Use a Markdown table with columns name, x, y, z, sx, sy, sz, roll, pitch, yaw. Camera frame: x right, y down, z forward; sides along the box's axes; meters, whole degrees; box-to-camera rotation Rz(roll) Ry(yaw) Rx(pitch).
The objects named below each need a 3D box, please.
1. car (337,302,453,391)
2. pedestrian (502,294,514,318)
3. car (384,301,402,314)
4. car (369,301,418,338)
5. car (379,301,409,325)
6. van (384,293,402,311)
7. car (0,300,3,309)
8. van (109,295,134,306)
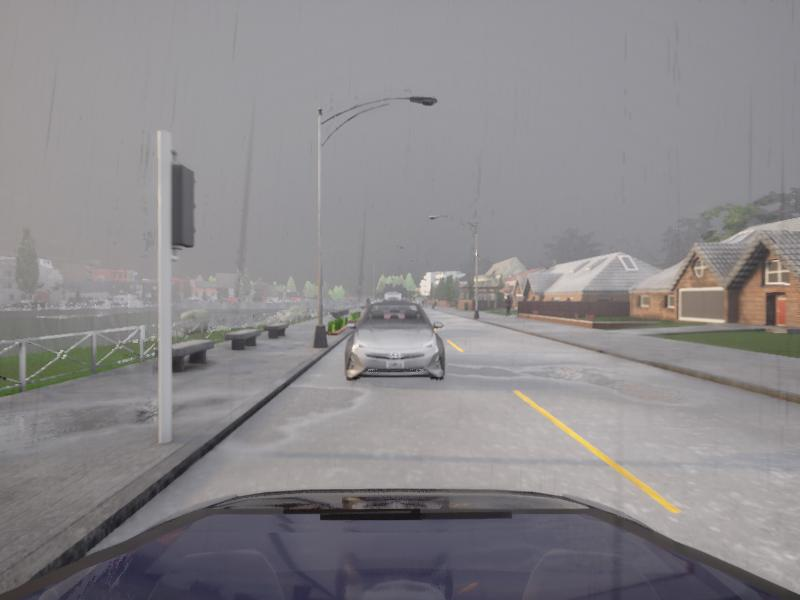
| name | x | y | z | sx | sy | sz | roll | pitch | yaw |
| --- | --- | --- | --- | --- | --- | --- | --- | --- | --- |
| car | -0.124 | 0.812 | 9.224 | 2.007 | 1.525 | 4.514 | 0 | 0 | -1 |
| pedestrian | 8.665 | 0.471 | 32.046 | 0.751 | 1.860 | 0.751 | 0 | 0 | -1 |
| car | -0.793 | 0.828 | 46.638 | 1.994 | 1.385 | 4.181 | 0 | 0 | -1 |
| car | -0.294 | 0.796 | 18.752 | 2.007 | 1.525 | 4.514 | 0 | 0 | -1 |
| car | -0.430 | 0.809 | 26.475 | 1.816 | 1.474 | 4.193 | 0 | 0 | -1 |
| van | -0.973 | 0.282 | 56.675 | 2.351 | 2.431 | 6.366 | 0 | 0 | -1 |
| car | -66.776 | 0.763 | 63.776 | 1.882 | 1.535 | 5.008 | 0 | 0 | -1 |
| van | -67.381 | 0.186 | 96.777 | 1.988 | 2.561 | 5.915 | 0 | 0 | -1 |
